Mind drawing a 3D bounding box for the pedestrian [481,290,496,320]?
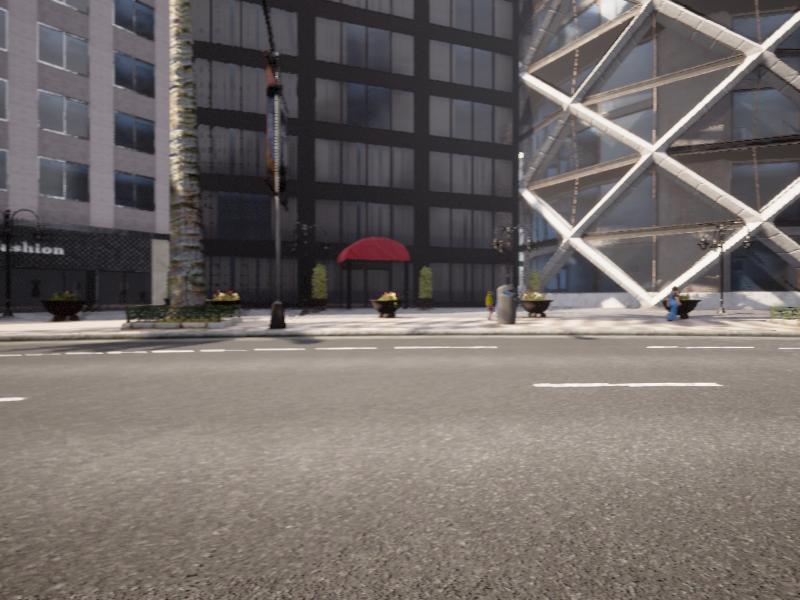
[{"bbox_3d":[3.255,0.182,14.736,0.500,1.100,0.500,0,0,3],"label":"pedestrian"}]

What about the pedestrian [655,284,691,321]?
[{"bbox_3d":[9.626,0.086,14.120,0.751,1.300,0.751,0,0,1],"label":"pedestrian"}]
